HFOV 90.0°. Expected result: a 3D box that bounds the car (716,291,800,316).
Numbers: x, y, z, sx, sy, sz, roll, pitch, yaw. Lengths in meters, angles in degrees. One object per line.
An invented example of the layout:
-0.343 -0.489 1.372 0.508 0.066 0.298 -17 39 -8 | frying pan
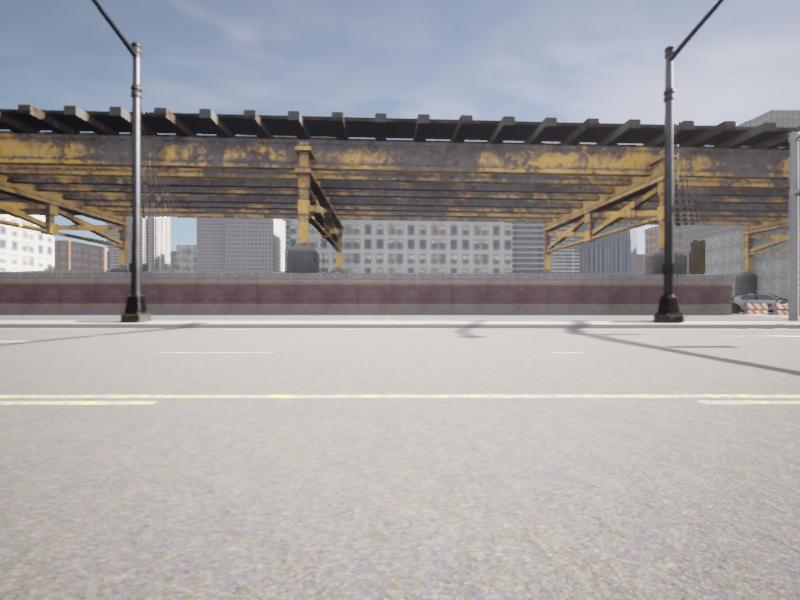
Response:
24.638 0.234 27.070 4.974 1.542 2.038 0 0 43 | car

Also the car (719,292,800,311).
24.600 0.077 27.105 4.536 1.218 1.853 0 0 43 | car
